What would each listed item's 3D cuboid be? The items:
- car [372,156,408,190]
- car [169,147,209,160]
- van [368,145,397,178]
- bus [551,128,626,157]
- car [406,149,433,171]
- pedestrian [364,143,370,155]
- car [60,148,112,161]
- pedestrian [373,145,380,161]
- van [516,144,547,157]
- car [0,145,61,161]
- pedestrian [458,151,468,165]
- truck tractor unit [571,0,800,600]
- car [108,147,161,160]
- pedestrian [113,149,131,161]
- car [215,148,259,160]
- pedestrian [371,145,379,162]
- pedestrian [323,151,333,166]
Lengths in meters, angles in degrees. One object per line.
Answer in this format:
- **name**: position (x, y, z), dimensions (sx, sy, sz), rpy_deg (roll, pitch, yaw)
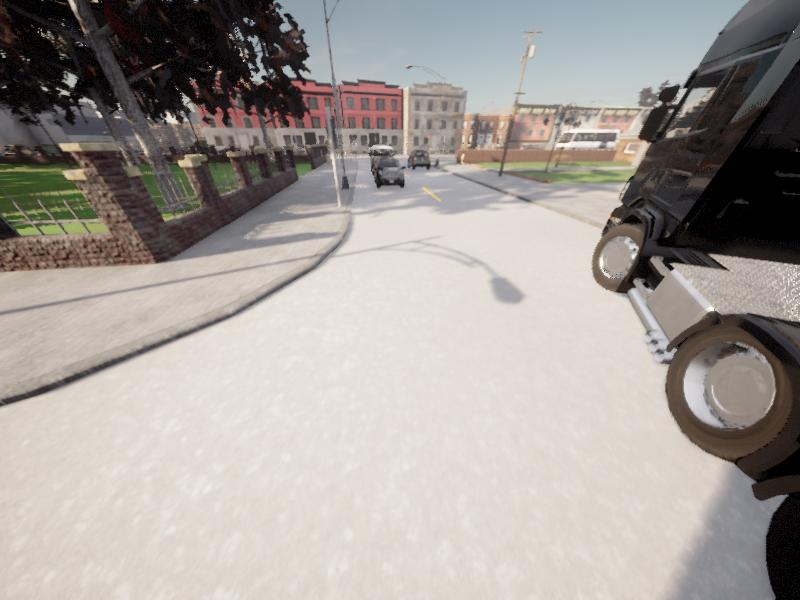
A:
- **car**: position (-0.703, -7.935, 14.275), dimensions (1.845, 1.501, 3.633), rpy_deg (-4, 35, -6)
- **car**: position (-31.333, -21.819, 34.387), dimensions (3.705, 1.549, 1.789), rpy_deg (-4, 35, -6)
- **van**: position (-1.512, -11.632, 19.205), dimensions (2.069, 2.038, 4.480), rpy_deg (-4, 35, -6)
- **bus**: position (35.781, -30.097, 44.238), dimensions (10.273, 4.253, 3.944), rpy_deg (-4, 35, -6)
- **car**: position (1.878, -14.201, 23.338), dimensions (1.851, 1.617, 3.988), rpy_deg (-4, 35, -6)
- **pedestrian**: position (-6.191, -28.331, 43.441), dimensions (0.751, 1.860, 0.751), rpy_deg (-9, 36, -14)
- **car**: position (-44.631, -20.804, 32.940), dimensions (3.806, 1.475, 1.970), rpy_deg (-4, 35, -6)
- **pedestrian**: position (-3.315, -20.520, 32.259), dimensions (0.751, 1.860, 0.751), rpy_deg (3, 35, 4)
- **van**: position (24.861, -28.439, 43.798), dimensions (4.442, 1.987, 1.775), rpy_deg (-4, 35, -6)
- **car**: position (-51.548, -20.459, 32.064), dimensions (4.605, 1.855, 1.932), rpy_deg (-4, 35, -6)
- **pedestrian**: position (7.102, -16.047, 26.070), dimensions (0.751, 1.300, 0.751), rpy_deg (-2, 35, -4)
- **truck tractor unit**: position (4.232, -0.751, 1.442), dimensions (3.053, 4.208, 6.516), rpy_deg (15, 37, 19)
- **car**: position (-38.462, -21.281, 33.608), dimensions (4.514, 1.525, 2.007), rpy_deg (-4, 35, -6)
- **pedestrian**: position (-35.956, -18.733, 29.877), dimensions (0.751, 1.300, 0.751), rpy_deg (-4, 35, -6)
- **car**: position (-24.659, -22.287, 35.139), dimensions (4.892, 1.490, 1.837), rpy_deg (-5, 35, -7)
- **pedestrian**: position (-3.398, -19.845, 31.275), dimensions (0.751, 1.860, 0.751), rpy_deg (6, 35, 8)
- **pedestrian**: position (-7.713, -15.224, 24.847), dimensions (0.751, 1.300, 0.751), rpy_deg (-4, 35, -6)
